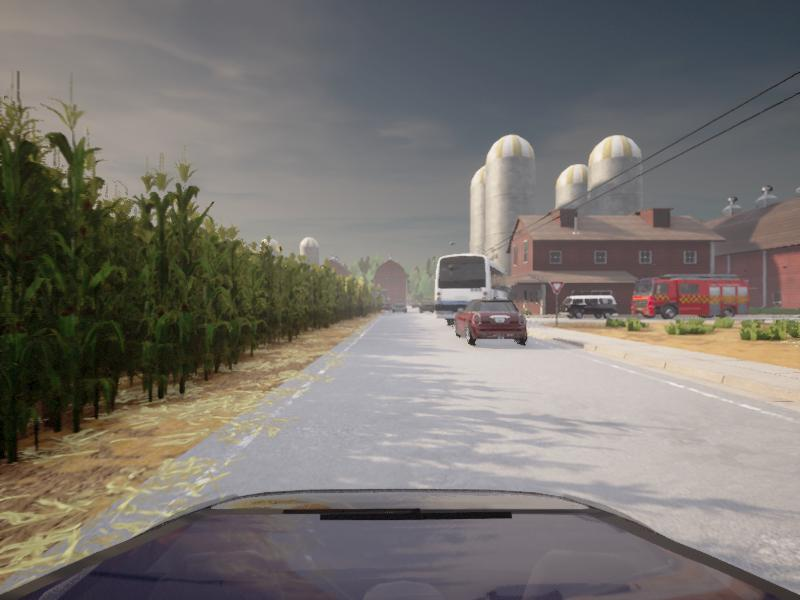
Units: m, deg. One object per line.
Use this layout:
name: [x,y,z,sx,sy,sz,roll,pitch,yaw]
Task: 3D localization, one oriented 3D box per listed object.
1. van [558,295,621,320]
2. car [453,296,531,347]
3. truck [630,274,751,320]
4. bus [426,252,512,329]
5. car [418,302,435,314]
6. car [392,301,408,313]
van: [16.273,0.642,34.567,4.480,2.038,2.069,0,0,-1]
car: [3.481,0.742,16.070,2.097,1.767,4.553,0,0,0]
truck: [25.018,-0.249,34.714,8.468,3.827,2.891,0,0,-1]
bus: [5.204,-0.468,27.550,3.944,4.253,10.273,0,-1,21]
car: [3.525,0.995,53.252,1.837,1.490,4.892,0,0,-1]
car: [-0.086,0.980,54.892,2.038,1.542,4.974,0,0,-1]
